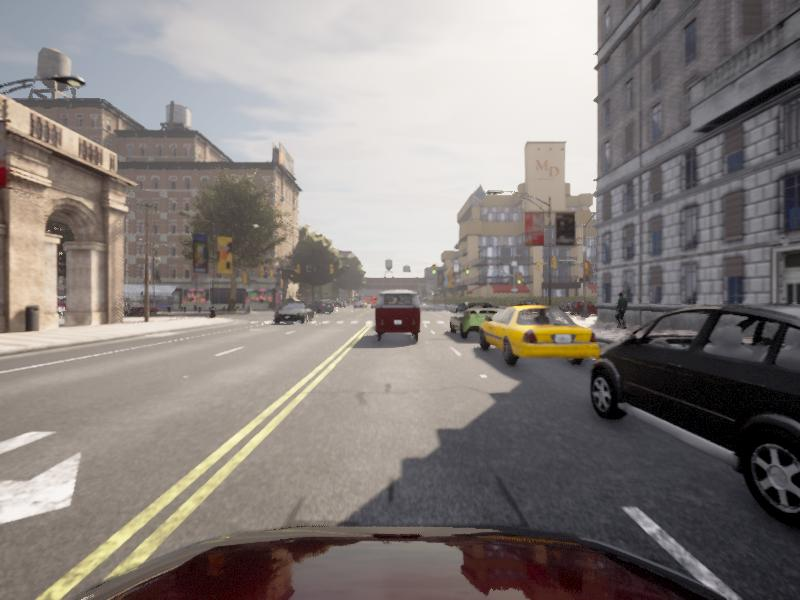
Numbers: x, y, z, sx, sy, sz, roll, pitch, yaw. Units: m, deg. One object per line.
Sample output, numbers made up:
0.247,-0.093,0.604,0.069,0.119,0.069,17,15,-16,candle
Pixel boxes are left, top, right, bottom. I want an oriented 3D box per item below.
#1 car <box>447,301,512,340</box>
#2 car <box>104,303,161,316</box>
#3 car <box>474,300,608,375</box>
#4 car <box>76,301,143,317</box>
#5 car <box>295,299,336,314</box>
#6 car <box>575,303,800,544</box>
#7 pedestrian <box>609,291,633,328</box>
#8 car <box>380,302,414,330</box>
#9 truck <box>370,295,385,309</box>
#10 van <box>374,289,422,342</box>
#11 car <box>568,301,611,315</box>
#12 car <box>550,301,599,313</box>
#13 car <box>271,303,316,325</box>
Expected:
3.393,0.829,18.013,2.007,1.525,4.514,0,0,-1,car
-28.047,0.946,42.081,4.718,1.301,1.895,0,0,0,car
3.473,0.802,11.137,1.801,1.575,5.366,0,0,-1,car
-27.941,0.829,38.581,4.974,1.542,2.038,0,0,0,car
-10.124,0.759,47.923,4.611,1.667,2.242,0,0,35,car
3.498,0.815,4.101,1.789,1.549,3.705,0,0,0,car
11.254,0.486,20.373,0.751,1.860,0.751,0,0,-9,pedestrian
-0.238,0.856,23.187,1.816,1.474,4.193,0,0,-2,car
-4.304,0.359,76.851,2.627,2.467,5.204,0,0,-1,truck
-0.098,0.597,17.184,1.775,1.987,4.442,0,0,-1,van
20.004,0.829,42.383,3.633,1.501,1.845,0,0,0,car
21.930,0.897,50.394,5.357,1.411,2.033,0,0,0,car
-7.218,0.909,27.537,1.994,1.385,4.181,0,0,-1,car
